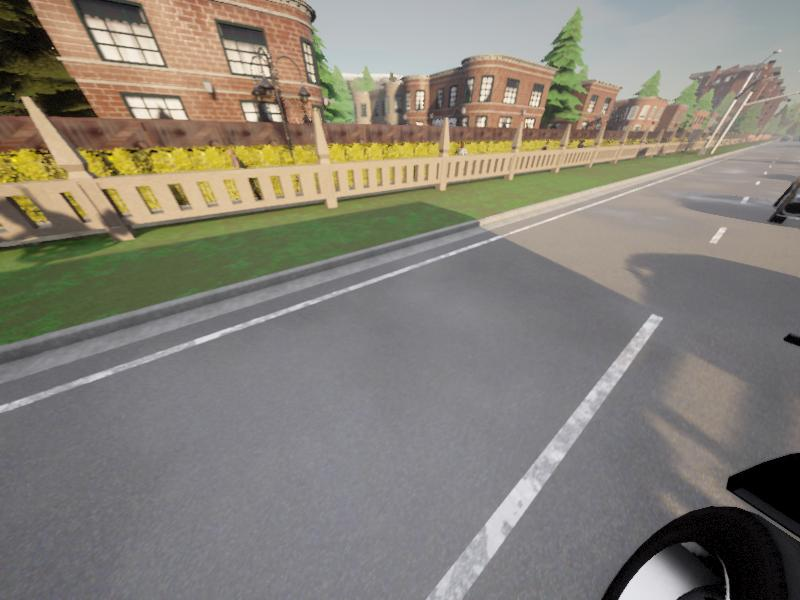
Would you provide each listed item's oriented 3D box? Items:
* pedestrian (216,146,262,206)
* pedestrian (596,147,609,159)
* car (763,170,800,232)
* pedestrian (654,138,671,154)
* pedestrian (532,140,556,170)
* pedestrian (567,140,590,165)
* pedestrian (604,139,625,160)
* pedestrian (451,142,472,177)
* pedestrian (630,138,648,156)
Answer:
[{"bbox_3d":[-5.906,-4.572,8.557,0.751,1.860,0.751,-23,41,-29],"label":"pedestrian"},{"bbox_3d":[22.302,-16.138,25.417,0.500,1.100,0.500,-17,38,-22],"label":"pedestrian"},{"bbox_3d":[13.746,-3.282,7.053,5.027,1.651,2.152,-23,41,-28],"label":"car"},{"bbox_3d":[37.482,-22.050,33.022,0.751,1.860,0.751,-23,41,-29],"label":"pedestrian"},{"bbox_3d":[10.857,-10.944,17.473,0.751,1.860,0.751,-22,41,-28],"label":"pedestrian"},{"bbox_3d":[15.778,-13.086,20.474,0.751,1.860,0.751,-17,38,-22],"label":"pedestrian"},{"bbox_3d":[22.452,-15.742,24.190,0.751,1.860,0.751,-23,41,-28],"label":"pedestrian"},{"bbox_3d":[3.852,-8.841,14.543,0.751,1.860,0.751,-22,41,-28],"label":"pedestrian"},{"bbox_3d":[30.885,-19.793,29.874,0.751,1.860,0.751,-22,41,-28],"label":"pedestrian"}]
